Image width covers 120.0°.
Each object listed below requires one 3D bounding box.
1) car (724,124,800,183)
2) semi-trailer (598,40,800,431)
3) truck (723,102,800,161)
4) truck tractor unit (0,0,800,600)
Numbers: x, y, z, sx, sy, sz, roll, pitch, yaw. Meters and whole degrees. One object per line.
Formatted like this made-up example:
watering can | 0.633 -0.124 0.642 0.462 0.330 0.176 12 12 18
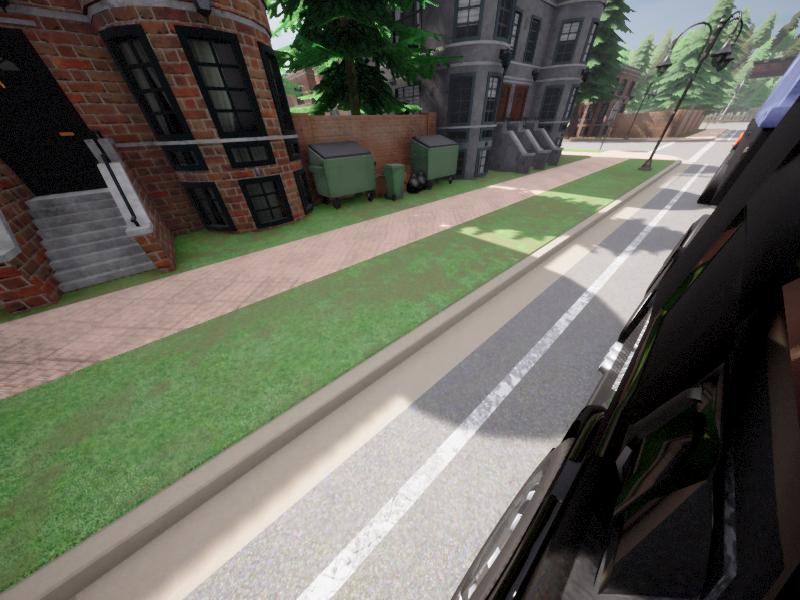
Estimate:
car | 16.110 -6.401 9.848 5.238 1.638 1.930 -28 44 -30
semi-trailer | 8.695 -3.606 4.233 14.254 4.402 2.717 -28 44 -30
truck | 21.915 -9.847 13.386 5.204 2.467 2.627 -28 44 -30
truck tractor unit | 2.645 -0.295 0.351 6.516 4.208 3.053 -28 44 -30
